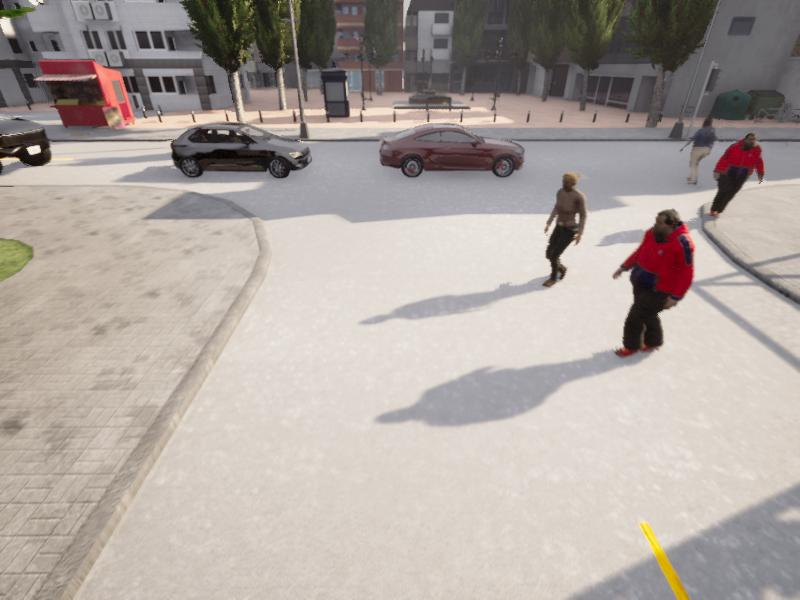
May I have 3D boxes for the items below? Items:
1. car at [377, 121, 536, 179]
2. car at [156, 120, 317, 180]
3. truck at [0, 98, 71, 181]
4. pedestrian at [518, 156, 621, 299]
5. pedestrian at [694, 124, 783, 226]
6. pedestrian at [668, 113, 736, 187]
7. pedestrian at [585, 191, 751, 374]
[{"bbox_3d":[1.656,-4.875,12.904,4.674,1.442,1.812,0,30,0],"label":"car"},{"bbox_3d":[-5.009,-4.818,12.772,4.193,1.474,1.816,1,30,2],"label":"car"},{"bbox_3d":[-14.807,-5.087,12.607,6.274,2.098,2.390,0,30,0],"label":"truck"},{"bbox_3d":[2.422,-1.059,5.922,0.751,1.860,0.751,-12,32,-20],"label":"pedestrian"},{"bbox_3d":[6.949,-2.597,8.332,0.751,1.860,0.751,14,33,23],"label":"pedestrian"},{"bbox_3d":[8.520,-4.249,11.380,0.751,1.860,0.751,2,30,3],"label":"pedestrian"},{"bbox_3d":[2.775,-0.159,4.383,0.751,1.860,0.751,-1,30,-2],"label":"pedestrian"}]
